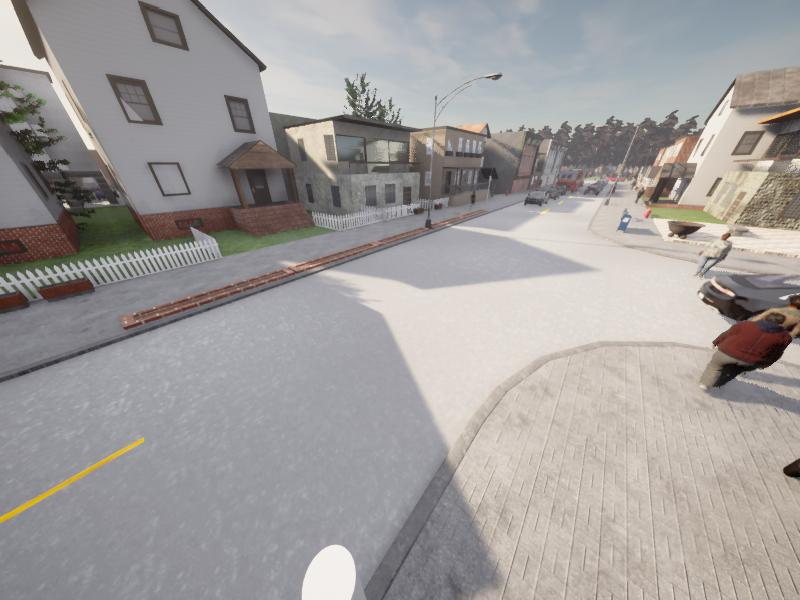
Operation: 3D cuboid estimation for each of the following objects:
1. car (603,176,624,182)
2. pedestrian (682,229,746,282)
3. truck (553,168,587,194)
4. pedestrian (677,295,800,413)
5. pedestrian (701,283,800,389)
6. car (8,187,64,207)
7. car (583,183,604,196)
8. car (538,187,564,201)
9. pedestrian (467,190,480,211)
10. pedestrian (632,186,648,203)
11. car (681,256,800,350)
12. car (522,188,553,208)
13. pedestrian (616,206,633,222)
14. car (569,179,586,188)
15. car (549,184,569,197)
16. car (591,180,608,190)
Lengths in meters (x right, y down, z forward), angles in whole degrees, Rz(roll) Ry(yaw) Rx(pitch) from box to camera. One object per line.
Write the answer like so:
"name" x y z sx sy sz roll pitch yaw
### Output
"car" 64.172 -36.362 69.460 4.514 1.525 2.007 23 37 34
"pedestrian" 12.376 -1.762 9.148 0.751 1.860 0.751 -19 35 -30
"truck" 30.933 -21.820 41.975 2.891 3.827 8.468 23 37 34
"pedestrian" 6.176 0.987 4.180 0.751 1.860 0.751 -21 36 -32
"pedestrian" 7.321 0.724 4.637 0.751 1.860 0.751 -16 34 -25
"car" -43.673 -12.532 27.911 2.242 1.667 4.611 -23 37 -34
"car" 32.330 -18.543 38.591 2.038 1.542 4.974 23 37 34
"car" 21.579 -15.203 32.970 1.994 1.385 4.181 23 37 34
"pedestrian" 7.377 -10.015 23.236 0.751 1.860 0.751 23 37 34
"pedestrian" 29.146 -12.832 28.113 0.751 1.860 0.751 23 37 35
"car" 11.294 0.397 5.808 4.902 1.511 2.128 21 36 31
"car" 16.653 -12.450 27.928 1.930 1.638 5.238 22 37 33
"pedestrian" 17.984 -6.870 18.531 0.500 1.100 0.500 -20 36 -31
"car" 39.661 -25.995 51.548 2.163 1.488 4.792 23 37 34
"car" 25.445 -17.570 36.884 1.789 1.549 3.705 23 37 34
"car" 42.042 -24.266 48.643 2.033 1.411 5.357 23 37 34
